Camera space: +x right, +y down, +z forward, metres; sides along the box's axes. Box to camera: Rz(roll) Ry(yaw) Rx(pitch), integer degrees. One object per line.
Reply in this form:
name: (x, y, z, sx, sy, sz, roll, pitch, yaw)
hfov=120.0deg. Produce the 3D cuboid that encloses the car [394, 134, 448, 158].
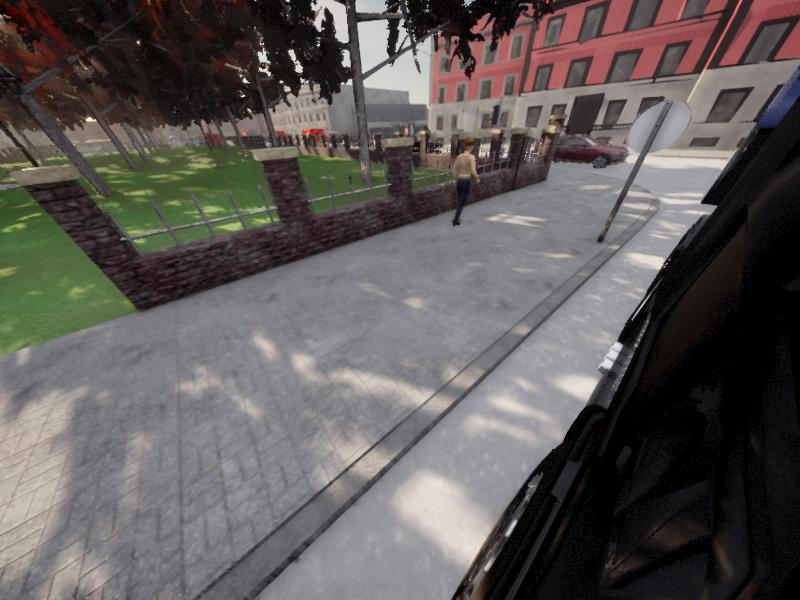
car: (1.807, -14.237, 21.213, 1.882, 1.535, 5.008, -27, 44, -29)

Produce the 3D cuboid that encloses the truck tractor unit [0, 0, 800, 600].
truck tractor unit: (2.645, -0.295, 0.351, 6.516, 4.208, 3.053, -28, 44, -30)

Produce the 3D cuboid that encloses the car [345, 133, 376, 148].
car: (-5.861, -23.495, 33.968, 2.033, 1.649, 4.856, -27, 43, -29)

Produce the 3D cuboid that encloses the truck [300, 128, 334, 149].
truck: (-12.838, -24.963, 35.678, 2.627, 2.467, 5.204, -27, 43, -29)

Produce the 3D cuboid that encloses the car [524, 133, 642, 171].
car: (9.967, -8.438, 13.034, 1.812, 1.442, 4.674, -27, 43, -29)

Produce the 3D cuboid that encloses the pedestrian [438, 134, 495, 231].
pedestrian: (1.490, -2.742, 5.448, 0.751, 1.860, 0.751, -25, 42, -27)

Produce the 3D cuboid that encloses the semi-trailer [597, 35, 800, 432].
semi-trailer: (8.739, -3.585, 4.176, 14.254, 4.402, 2.717, -28, 43, -29)

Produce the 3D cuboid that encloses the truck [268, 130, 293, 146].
truck: (-24.454, -33.147, 47.345, 2.627, 2.467, 5.204, -28, 43, -29)

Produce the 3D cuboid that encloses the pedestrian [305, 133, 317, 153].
pedestrian: (-10.549, -18.629, 27.389, 0.751, 1.860, 0.751, -27, 43, -29)

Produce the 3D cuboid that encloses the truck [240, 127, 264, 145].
truck: (-40.591, -44.876, 63.247, 2.891, 3.827, 8.468, -28, 43, -29)

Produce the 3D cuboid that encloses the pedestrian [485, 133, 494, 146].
pedestrian: (9.577, -17.164, 24.749, 0.500, 1.100, 0.500, -21, 40, -22)

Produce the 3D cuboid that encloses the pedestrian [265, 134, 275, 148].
pedestrian: (-22.896, -27.972, 40.641, 0.751, 1.860, 0.751, -28, 44, -30)

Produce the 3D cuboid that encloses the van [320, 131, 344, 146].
van: (-11.709, -27.768, 39.744, 1.775, 1.987, 4.442, -28, 43, -29)

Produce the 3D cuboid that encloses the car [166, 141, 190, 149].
car: (-68.205, -47.867, 71.121, 5.027, 1.651, 2.152, -28, 43, -29)
